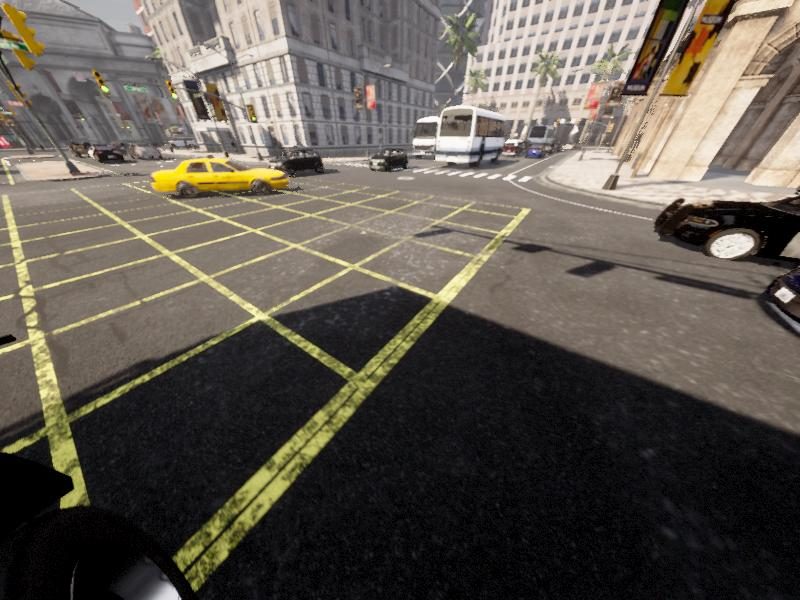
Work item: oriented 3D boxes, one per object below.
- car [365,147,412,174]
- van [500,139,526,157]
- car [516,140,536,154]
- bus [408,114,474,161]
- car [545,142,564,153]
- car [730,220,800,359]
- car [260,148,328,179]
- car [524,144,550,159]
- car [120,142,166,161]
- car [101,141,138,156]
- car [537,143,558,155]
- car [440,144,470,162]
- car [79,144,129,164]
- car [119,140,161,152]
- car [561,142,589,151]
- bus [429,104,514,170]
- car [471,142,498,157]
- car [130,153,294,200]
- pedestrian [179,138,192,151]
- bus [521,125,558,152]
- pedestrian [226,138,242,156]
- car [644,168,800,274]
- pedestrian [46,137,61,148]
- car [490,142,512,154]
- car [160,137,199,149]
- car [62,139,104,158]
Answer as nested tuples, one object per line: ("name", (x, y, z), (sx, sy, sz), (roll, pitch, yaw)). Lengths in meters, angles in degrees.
("car", (-0.831, -11.346, 18.651), (1.789, 1.549, 3.705), (22, 41, 28))
("van", (16.924, -22.673, 34.447), (2.069, 2.038, 4.480), (22, 41, 28))
("car", (22.043, -26.818, 40.494), (1.905, 1.878, 3.866), (23, 41, 28))
("bus", (5.635, -21.232, 30.397), (3.944, 4.253, 10.273), (22, 40, 28))
("car", (30.335, -29.947, 45.232), (2.152, 1.651, 5.027), (23, 41, 28))
("car", (7.002, 0.233, 2.306), (3.633, 1.501, 1.845), (20, 40, 26))
("car", (-7.207, -9.595, 16.120), (1.789, 1.549, 3.705), (22, 41, 28))
("car", (19.191, -20.796, 32.285), (2.163, 1.488, 4.792), (22, 41, 28))
("car", (-29.838, -17.302, 26.826), (5.027, 1.651, 2.152), (22, 41, 28))
("car", (-39.004, -21.118, 32.128), (4.611, 1.667, 2.242), (24, 41, 29))
("car", (24.899, -25.461, 38.907), (2.007, 1.525, 4.514), (22, 41, 28))
("car", (6.524, -17.477, 27.367), (1.851, 1.617, 3.988), (22, 41, 28))
("car", (-30.337, -15.010, 23.646), (4.974, 1.542, 2.038), (22, 41, 28))
("car", (-45.329, -27.021, 40.477), (2.033, 1.649, 4.856), (-2, 35, -4))
("car", (39.716, -34.736, 52.346), (5.027, 1.651, 2.152), (-12, 37, -17))
("bus", (7.203, -15.691, 22.540), (3.944, 4.253, 10.273), (22, 40, 28))
("car", (12.800, -22.690, 34.757), (2.242, 1.667, 4.611), (22, 41, 28))
("car", (-8.064, -5.745, 10.630), (5.366, 1.575, 1.801), (-8, 36, -11))
("pedestrian", (-36.128, -26.238, 38.946), (0.751, 1.860, 0.751), (23, 41, 29))
("bus", (29.302, -33.774, 48.367), (3.944, 4.253, 10.273), (22, 41, 28))
("pedestrian", (-21.716, -20.016, 30.226), (0.751, 1.860, 0.751), (10, 36, 14))
("car", (9.052, -1.513, 4.703), (5.238, 1.638, 1.930), (22, 41, 28))
("pedestrian", (-67.125, -30.526, 44.792), (0.751, 1.860, 0.751), (28, 44, 33))
("car", (17.837, -26.760, 40.599), (1.930, 1.638, 5.238), (22, 42, 28))
("car", (-48.228, -34.444, 50.649), (2.150, 2.045, 5.566), (22, 41, 28))
("car", (-39.386, -18.826, 28.691), (4.605, 1.855, 1.932), (22, 41, 28))
